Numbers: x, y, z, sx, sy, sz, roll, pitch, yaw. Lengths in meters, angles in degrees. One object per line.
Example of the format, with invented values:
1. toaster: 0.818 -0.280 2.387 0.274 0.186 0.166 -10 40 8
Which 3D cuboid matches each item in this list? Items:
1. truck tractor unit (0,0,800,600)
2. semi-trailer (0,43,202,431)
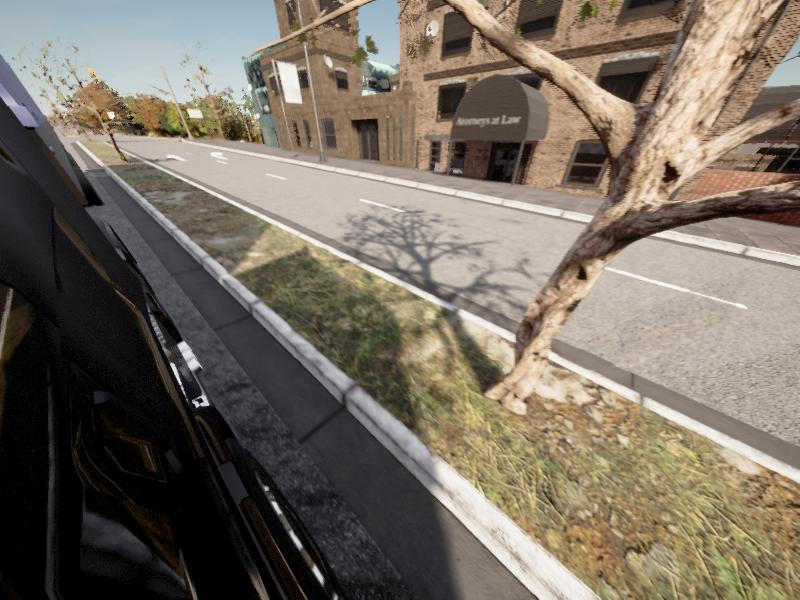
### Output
1. truck tractor unit: -2.645 -0.295 0.352 6.516 4.208 3.053 28 44 30
2. semi-trailer: -8.704 -3.581 4.253 14.254 4.402 2.717 28 44 30
